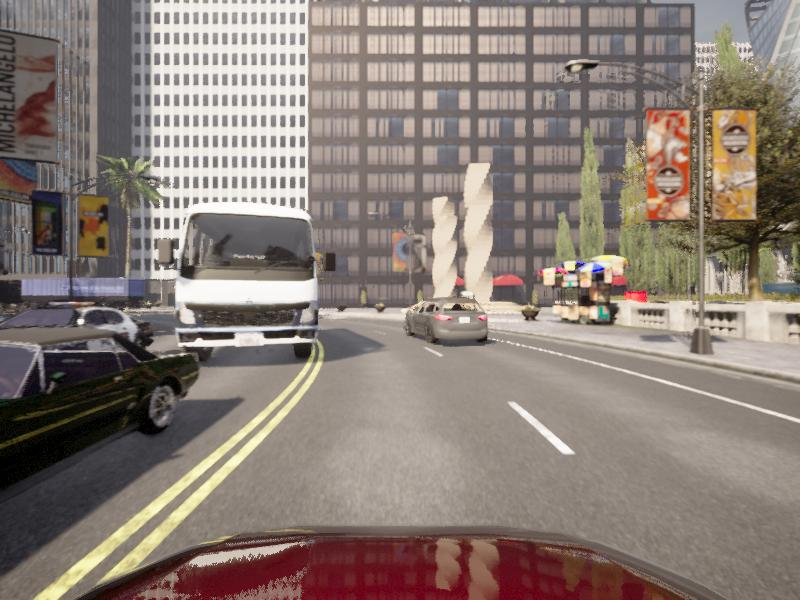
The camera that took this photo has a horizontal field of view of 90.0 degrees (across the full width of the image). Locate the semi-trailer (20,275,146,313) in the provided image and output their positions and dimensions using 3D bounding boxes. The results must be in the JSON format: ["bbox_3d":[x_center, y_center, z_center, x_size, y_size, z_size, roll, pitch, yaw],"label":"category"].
[{"bbox_3d":[-38.219,-0.638,48.301,14.254,4.402,2.717,0,0,7],"label":"semi-trailer"}]

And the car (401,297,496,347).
[{"bbox_3d":[1.714,0.751,16.036,2.242,1.667,4.611,0,0,-14],"label":"car"}]

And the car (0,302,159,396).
[{"bbox_3d":[-7.587,0.824,8.995,2.038,1.542,4.974,0,0,-9],"label":"car"}]

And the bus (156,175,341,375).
[{"bbox_3d":[-4.806,-0.538,14.017,3.944,4.253,10.273,0,0,-17],"label":"bus"}]

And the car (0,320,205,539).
[{"bbox_3d":[-3.652,0.943,3.389,1.895,1.301,4.718,0,0,-3],"label":"car"}]

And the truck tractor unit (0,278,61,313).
[{"bbox_3d":[-46.091,-0.536,49.056,6.516,4.208,3.053,0,0,1],"label":"truck tractor unit"}]
